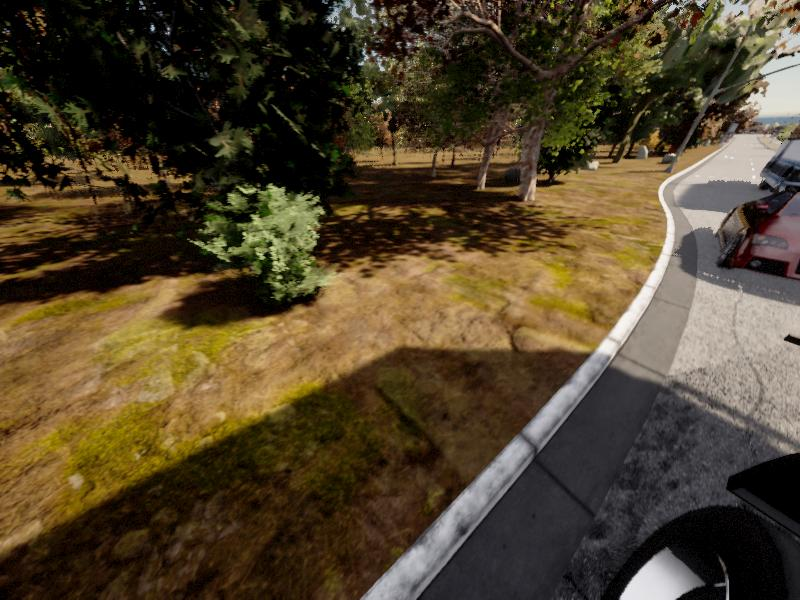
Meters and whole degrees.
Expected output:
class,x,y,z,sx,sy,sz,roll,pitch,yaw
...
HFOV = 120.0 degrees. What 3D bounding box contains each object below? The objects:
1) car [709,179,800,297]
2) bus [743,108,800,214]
class,x,y,z,sx,sy,sz,roll,pitch,yaw
car,8.291,-1.403,4.646,4.181,1.385,1.994,-28,42,-35
bus,19.087,-6.363,9.391,10.273,4.253,3.944,-26,41,-33
